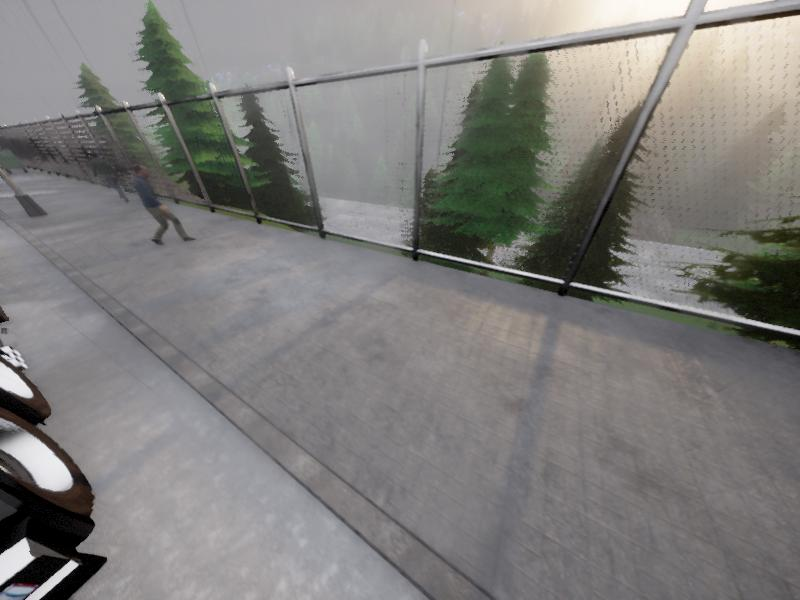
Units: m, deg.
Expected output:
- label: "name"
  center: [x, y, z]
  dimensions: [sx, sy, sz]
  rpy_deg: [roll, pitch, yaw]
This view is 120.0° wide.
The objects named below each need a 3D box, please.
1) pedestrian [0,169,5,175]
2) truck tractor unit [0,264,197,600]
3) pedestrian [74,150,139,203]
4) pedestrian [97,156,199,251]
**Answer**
- label: "pedestrian"
  center: [-31.544, -10.492, 17.463]
  dimensions: [0.751, 1.860, 0.751]
  rpy_deg: [12, 37, 18]
- label: "truck tractor unit"
  center: [-5.114, -0.297, 0.788]
  dimensions: [6.516, 4.208, 3.053]
  rpy_deg: [18, 39, 24]
- label: "pedestrian"
  center: [-12.067, -5.106, 9.575]
  dimensions: [0.751, 1.860, 0.751]
  rpy_deg: [17, 38, 23]
- label: "pedestrian"
  center: [-5.690, -2.233, 5.401]
  dimensions: [0.751, 1.860, 0.751]
  rpy_deg: [-17, 38, -22]
